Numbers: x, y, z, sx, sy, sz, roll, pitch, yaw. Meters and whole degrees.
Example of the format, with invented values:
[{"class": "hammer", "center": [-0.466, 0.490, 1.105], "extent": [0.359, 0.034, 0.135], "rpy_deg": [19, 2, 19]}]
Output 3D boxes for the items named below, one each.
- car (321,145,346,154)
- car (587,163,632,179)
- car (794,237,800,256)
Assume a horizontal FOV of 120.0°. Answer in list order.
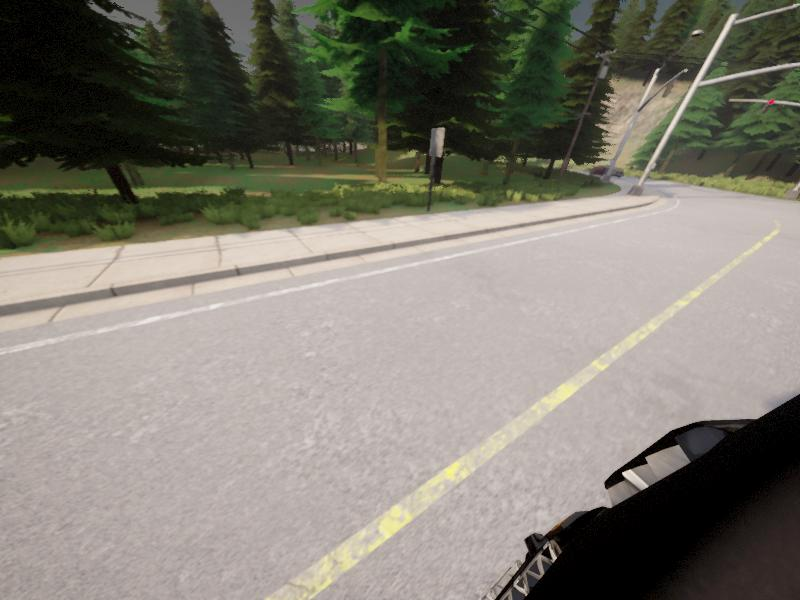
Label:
[{"class": "car", "center": [-15.225, -34.507, 53.121], "extent": [4.902, 1.511, 2.128], "rpy_deg": [-16, 38, -26]}, {"class": "car", "center": [27.265, -16.956, 30.315], "extent": [1.994, 1.385, 4.181], "rpy_deg": [2, 34, -2]}, {"class": "car", "center": [14.560, -2.210, 6.952], "extent": [4.856, 1.649, 2.033], "rpy_deg": [-17, 39, -28]}]
